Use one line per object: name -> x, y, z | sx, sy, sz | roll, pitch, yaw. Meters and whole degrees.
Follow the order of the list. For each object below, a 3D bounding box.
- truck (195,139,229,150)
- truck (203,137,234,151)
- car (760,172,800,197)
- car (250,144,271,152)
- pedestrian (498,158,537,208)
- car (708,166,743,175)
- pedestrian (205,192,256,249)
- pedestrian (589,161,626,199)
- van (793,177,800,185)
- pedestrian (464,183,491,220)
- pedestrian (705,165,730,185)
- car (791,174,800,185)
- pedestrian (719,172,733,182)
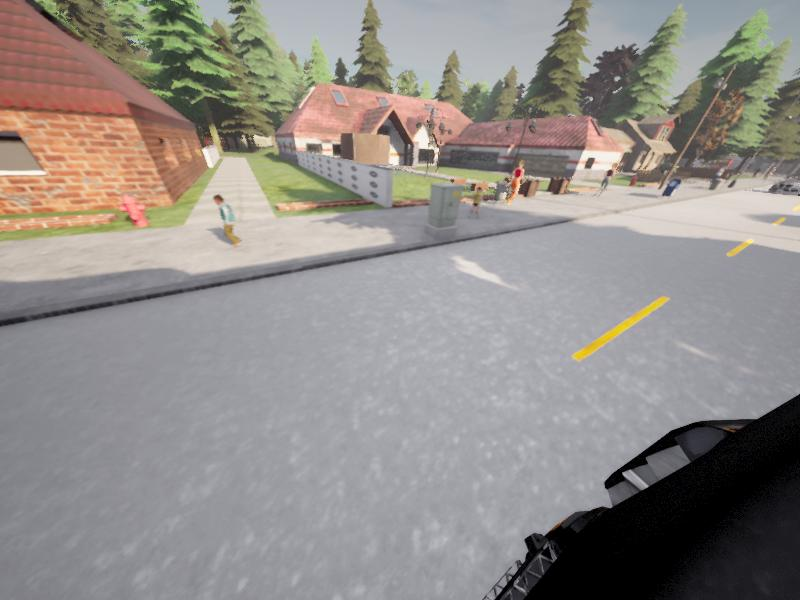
truck -> -47.473, -39.400, 58.521 | 6.274, 2.098, 2.390 | -16, 38, -26
truck -> -44.056, -37.978, 56.287 | 5.204, 2.467, 2.627 | -16, 38, -26
car -> 36.410, -10.193, 20.507 | 4.611, 1.667, 2.242 | 2, 33, -1
car -> -36.455, -39.732, 60.413 | 4.514, 1.525, 2.007 | -16, 38, -26
pedestrian -> 5.145, -5.175, 10.243 | 0.751, 1.860, 0.751 | -14, 37, -24
car -> 82.559, -32.894, 58.676 | 2.242, 1.667, 4.611 | -16, 38, -26
pedestrian -> -3.697, -1.754, 5.121 | 0.500, 1.100, 0.500 | -7, 35, -15
pedestrian -> 12.164, -7.045, 13.578 | 0.751, 1.860, 0.751 | -17, 38, -27
van -> 64.164, -19.057, 35.618 | 6.366, 2.431, 2.351 | -16, 38, -26
pedestrian -> 2.742, -3.499, 8.226 | 0.500, 1.100, 0.500 | -16, 38, -26
pedestrian -> 34.331, -13.523, 24.978 | 0.751, 1.860, 0.751 | -21, 40, -31
car -> 56.808, -16.740, 32.004 | 3.806, 1.475, 1.970 | -14, 39, -27
pedestrian -> 40.990, -15.423, 29.022 | 0.500, 1.100, 0.500 | -20, 40, -31
